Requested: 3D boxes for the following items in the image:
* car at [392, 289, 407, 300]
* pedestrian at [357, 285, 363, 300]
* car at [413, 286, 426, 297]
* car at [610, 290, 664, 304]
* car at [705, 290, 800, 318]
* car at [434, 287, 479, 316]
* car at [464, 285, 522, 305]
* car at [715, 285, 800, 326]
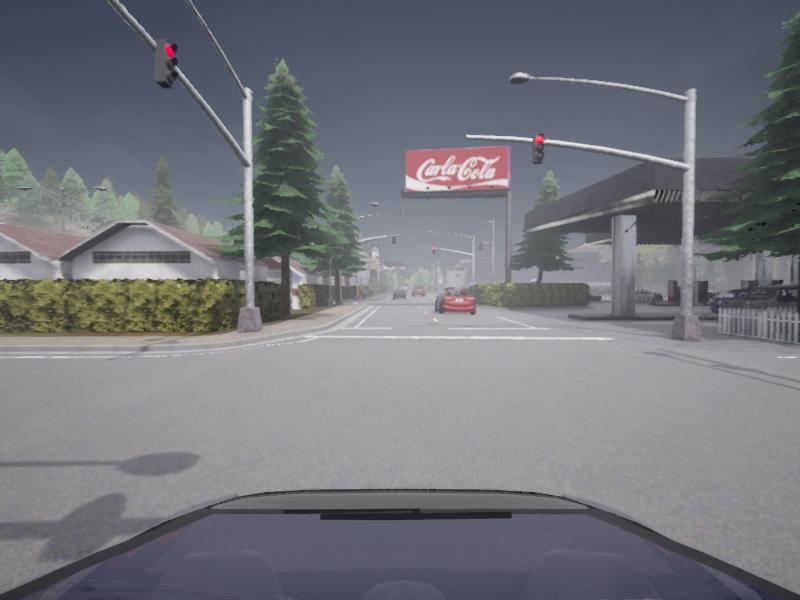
[{"bbox_3d":[-0.043,-0.754,53.898,1.837,1.490,4.892,0,2,1],"label":"car"},{"bbox_3d":[-5.025,-0.988,50.333,0.751,1.860,0.751,0,2,-11],"label":"pedestrian"},{"bbox_3d":[3.479,-1.616,73.916,2.150,2.045,5.566,0,2,0],"label":"car"},{"bbox_3d":[26.982,-0.398,45.611,4.974,1.542,2.038,0,2,0],"label":"car"},{"bbox_3d":[22.162,0.207,24.907,4.611,1.667,2.242,0,2,0],"label":"car"},{"bbox_3d":[3.530,0.039,25.910,2.242,1.667,4.611,1,2,0],"label":"car"},{"bbox_3d":[9.698,-0.537,41.946,5.566,2.045,2.150,1,2,1],"label":"car"},{"bbox_3d":[17.841,0.212,19.230,3.866,1.878,1.905,0,2,0],"label":"car"}]
